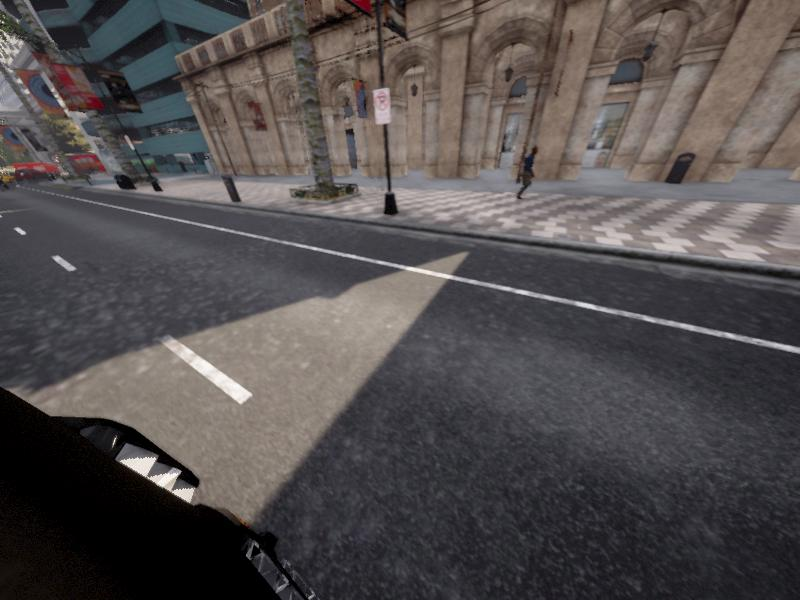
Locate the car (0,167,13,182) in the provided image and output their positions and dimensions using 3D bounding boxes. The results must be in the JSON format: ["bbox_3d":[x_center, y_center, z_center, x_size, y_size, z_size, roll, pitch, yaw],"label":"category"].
[{"bbox_3d":[-68.876,-20.504,38.139,2.150,2.045,5.566,-16,36,-18],"label":"car"}]

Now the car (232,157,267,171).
[{"bbox_3d":[-22.420,-20.256,34.461,4.514,1.523,2.007,16,38,26],"label":"car"}]

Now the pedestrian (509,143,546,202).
[{"bbox_3d":[4.771,-4.790,8.712,0.751,1.860,0.751,15,38,25],"label":"pedestrian"}]

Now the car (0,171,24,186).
[{"bbox_3d":[-56.099,-17.147,32.530,1.801,1.575,5.366,-29,42,-34],"label":"car"}]

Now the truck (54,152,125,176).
[{"bbox_3d":[-65.319,-29.092,49.078,2.891,3.827,8.468,-3,34,0],"label":"truck"}]

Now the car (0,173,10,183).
[{"bbox_3d":[-62.690,-18.193,34.858,1.895,1.301,4.718,-20,38,-24],"label":"car"}]

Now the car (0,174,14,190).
[{"bbox_3d":[-46.949,-13.503,26.429,4.902,1.511,2.128,17,39,27],"label":"car"}]

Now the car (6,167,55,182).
[{"bbox_3d":[-61.391,-21.017,38.543,2.097,1.767,4.553,-18,37,-21],"label":"car"}]

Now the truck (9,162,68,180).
[{"bbox_3d":[-67.502,-24.343,43.376,2.627,2.467,5.204,-9,34,-9],"label":"truck"}]

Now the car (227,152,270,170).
[{"bbox_3d":[-22.487,-20.595,34.269,5.566,2.045,2.435,16,38,26],"label":"car"}]
